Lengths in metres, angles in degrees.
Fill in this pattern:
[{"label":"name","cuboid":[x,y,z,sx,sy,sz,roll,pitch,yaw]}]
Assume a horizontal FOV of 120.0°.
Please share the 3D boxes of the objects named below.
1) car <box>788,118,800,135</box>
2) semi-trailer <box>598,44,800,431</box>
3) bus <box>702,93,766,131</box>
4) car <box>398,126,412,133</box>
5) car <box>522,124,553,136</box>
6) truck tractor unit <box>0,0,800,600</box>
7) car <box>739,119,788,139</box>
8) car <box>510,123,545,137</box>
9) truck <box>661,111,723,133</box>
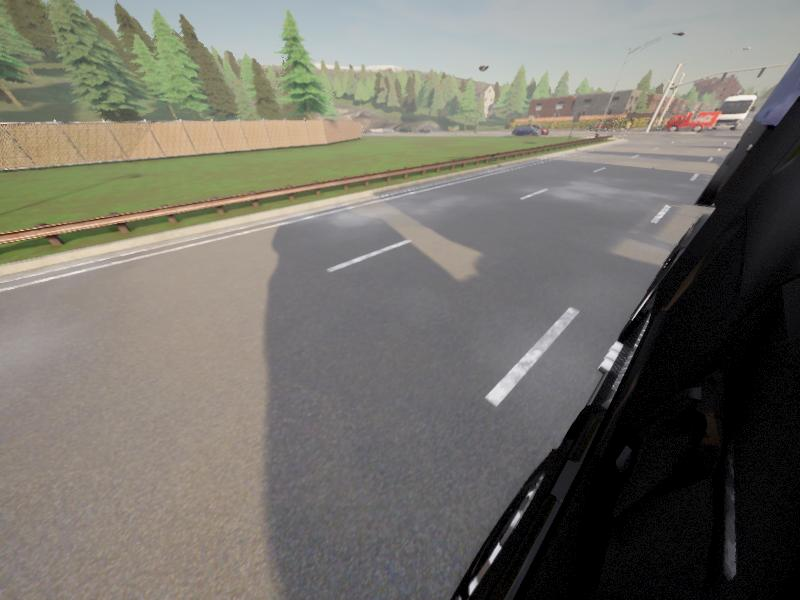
[{"label":"car","cuboid":[46.780,-19.845,26.354,3.806,1.475,1.970,-28,44,-30]},{"label":"semi-trailer","cuboid":[8.701,-3.584,4.252,14.254,4.402,2.717,-28,44,-30]},{"label":"bus","cuboid":[53.863,-30.147,37.360,10.273,4.253,3.944,-28,44,-30]},{"label":"car","cuboid":[1.936,-63.948,86.683,2.150,2.045,5.566,-27,44,-29]},{"label":"car","cuboid":[24.492,-30.334,41.294,1.851,1.617,3.988,-27,44,-30]},{"label":"truck tractor unit","cuboid":[2.645,-0.295,0.351,6.516,4.208,3.053,-28,44,-30]},{"label":"car","cuboid":[37.986,-17.944,24.247,4.902,1.511,2.128,-28,44,-30]},{"label":"car","cuboid":[21.716,-29.059,39.586,2.097,1.767,4.553,-27,44,-30]},{"label":"truck","cuboid":[44.672,-27.296,35.523,2.627,2.467,5.204,-27,44,-29]}]
